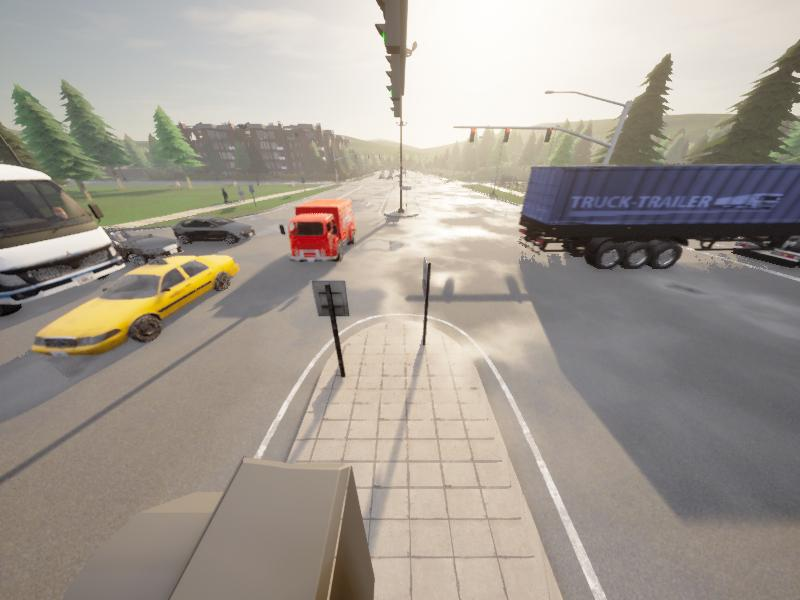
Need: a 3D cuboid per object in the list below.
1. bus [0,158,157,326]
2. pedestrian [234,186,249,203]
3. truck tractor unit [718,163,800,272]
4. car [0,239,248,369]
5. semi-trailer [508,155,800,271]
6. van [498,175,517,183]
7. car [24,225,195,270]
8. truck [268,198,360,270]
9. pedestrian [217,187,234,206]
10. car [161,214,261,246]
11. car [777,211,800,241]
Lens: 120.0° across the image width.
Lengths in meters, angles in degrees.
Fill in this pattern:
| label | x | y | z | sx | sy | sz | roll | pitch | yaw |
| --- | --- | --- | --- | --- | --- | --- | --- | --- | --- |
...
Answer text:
| label | x | y | z | sx | sy | sz | roll | pitch | yaw |
| --- | --- | --- | --- | --- | --- | --- | --- | --- | --- |
| bus | -15.875 | -2.061 | 7.426 | 10.273 | 4.253 | 3.944 | 0 | 30 | 0 |
| pedestrian | -19.519 | -13.012 | 28.431 | 0.751 | 1.860 | 0.751 | 2 | 30 | 3 |
| truck tractor unit | 20.961 | -3.814 | 10.482 | 6.516 | 4.208 | 3.053 | 0 | 30 | 0 |
| car | -7.481 | -0.417 | 7.257 | 1.801 | 1.575 | 5.366 | 0 | 29 | 0 |
| semi-trailer | 13.043 | -3.876 | 10.395 | 14.254 | 4.402 | 2.717 | 0 | 30 | 0 |
| van | 31.243 | -35.222 | 67.124 | 4.442 | 1.987 | 1.775 | 0 | 30 | 0 |
| car | -13.403 | -2.570 | 11.046 | 4.902 | 1.511 | 2.128 | 0 | 30 | 0 |
| truck | -3.942 | -3.732 | 12.118 | 2.627 | 2.467 | 5.204 | 0 | 29 | 0 |
| pedestrian | -19.902 | -11.810 | 26.348 | 0.751 | 1.860 | 0.751 | 3 | 30 | 5 |
| car | -11.282 | -4.308 | 14.093 | 4.193 | 1.474 | 1.816 | 0 | 30 | 0 |
| car | 27.089 | -4.433 | 14.177 | 3.988 | 1.617 | 1.851 | 0 | 30 | 0 |
